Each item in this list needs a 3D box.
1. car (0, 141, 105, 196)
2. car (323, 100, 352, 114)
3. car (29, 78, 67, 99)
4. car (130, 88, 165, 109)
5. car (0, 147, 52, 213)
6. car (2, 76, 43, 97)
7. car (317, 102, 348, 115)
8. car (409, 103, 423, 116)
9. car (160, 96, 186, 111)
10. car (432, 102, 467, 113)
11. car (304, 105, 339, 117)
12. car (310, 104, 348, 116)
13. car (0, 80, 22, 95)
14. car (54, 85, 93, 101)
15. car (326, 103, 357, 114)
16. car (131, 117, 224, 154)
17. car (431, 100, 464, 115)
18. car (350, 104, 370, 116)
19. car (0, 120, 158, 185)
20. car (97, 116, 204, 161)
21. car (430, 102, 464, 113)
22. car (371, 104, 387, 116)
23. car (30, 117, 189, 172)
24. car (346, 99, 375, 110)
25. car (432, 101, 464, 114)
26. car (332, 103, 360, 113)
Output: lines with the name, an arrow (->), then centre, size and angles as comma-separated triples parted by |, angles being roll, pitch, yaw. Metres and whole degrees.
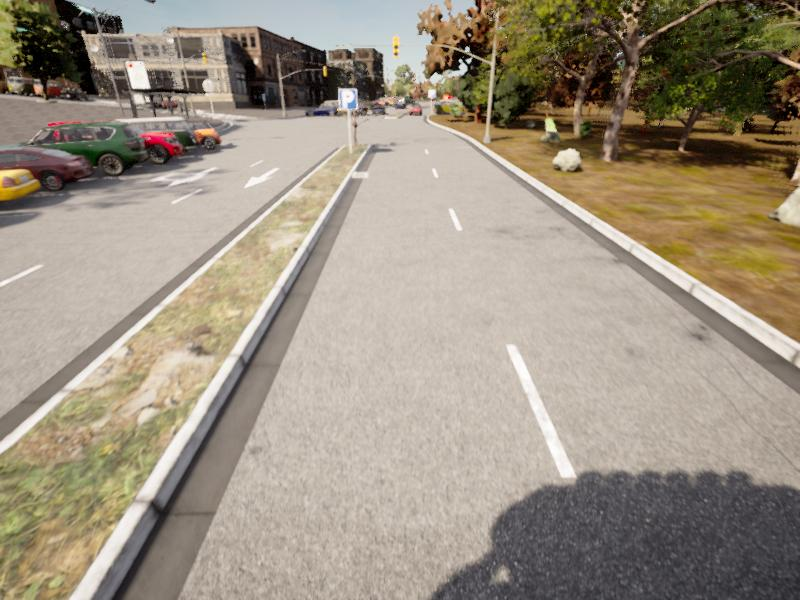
car -> -13.784, -4.677, 14.306 | 4.674, 1.452, 2.002 | -10, 29, -17
car -> -10.305, -32.015, 66.412 | 4.442, 1.987, 1.878 | -8, 27, -12
car -> -43.202, -25.917, 49.203 | 1.878, 1.987, 4.442 | -4, 26, -20
car -> -31.215, -25.022, 49.685 | 2.435, 2.045, 5.566 | -4, 26, -20
car -> -13.971, -3.313, 11.558 | 5.366, 1.575, 1.946 | -10, 29, -17
car -> -46.219, -26.161, 49.107 | 1.878, 1.987, 4.442 | -4, 26, -20
car -> -10.768, -30.531, 63.756 | 4.553, 1.767, 2.185 | -8, 28, -12
car -> 2.489, -28.963, 60.699 | 1.851, 1.617, 3.988 | 2, 27, 5
car -> -28.218, -24.506, 49.885 | 2.002, 1.452, 4.674 | -4, 26, -20
car -> 8.139, -31.742, 66.091 | 5.366, 1.575, 1.946 | -6, 28, -12
car -> -11.500, -27.664, 58.546 | 4.792, 1.488, 2.163 | -8, 28, -13
car -> -10.858, -29.074, 61.186 | 5.366, 1.575, 1.946 | -8, 28, -12
car -> -49.358, -26.331, 49.360 | 1.946, 1.575, 5.366 | -4, 26, -20
car -> -40.255, -25.513, 49.481 | 2.231, 1.521, 4.892 | -4, 26, -20
car -> -10.079, -33.172, 69.158 | 4.892, 1.521, 2.231 | -7, 27, -12
car -> -13.651, -10.318, 24.952 | 4.553, 1.767, 2.185 | -10, 29, -17
car -> 7.224, -29.206, 60.688 | 4.442, 1.987, 1.878 | -6, 28, -13
car -> -6.176, -29.332, 61.721 | 2.128, 1.511, 4.902 | 2, 27, 5
car -> -13.807, -6.302, 16.840 | 5.566, 2.045, 2.435 | -10, 29, -17
car -> -13.624, -9.050, 22.255 | 4.442, 1.987, 1.878 | -10, 28, -17
car -> 8.119, -33.051, 68.624 | 5.366, 1.575, 1.946 | -6, 28, -12
car -> -3.210, -29.138, 61.254 | 1.816, 1.474, 4.193 | 2, 27, 5
car -> -13.737, -7.687, 19.542 | 5.566, 2.045, 2.435 | -10, 28, -17
car -> -8.082, -40.265, 82.363 | 5.566, 2.045, 2.435 | -7, 27, -10
car -> 7.605, -30.479, 63.374 | 4.553, 1.767, 2.185 | -6, 28, -12
car -> -9.708, -34.511, 71.838 | 4.674, 1.452, 2.002 | -7, 28, -11
